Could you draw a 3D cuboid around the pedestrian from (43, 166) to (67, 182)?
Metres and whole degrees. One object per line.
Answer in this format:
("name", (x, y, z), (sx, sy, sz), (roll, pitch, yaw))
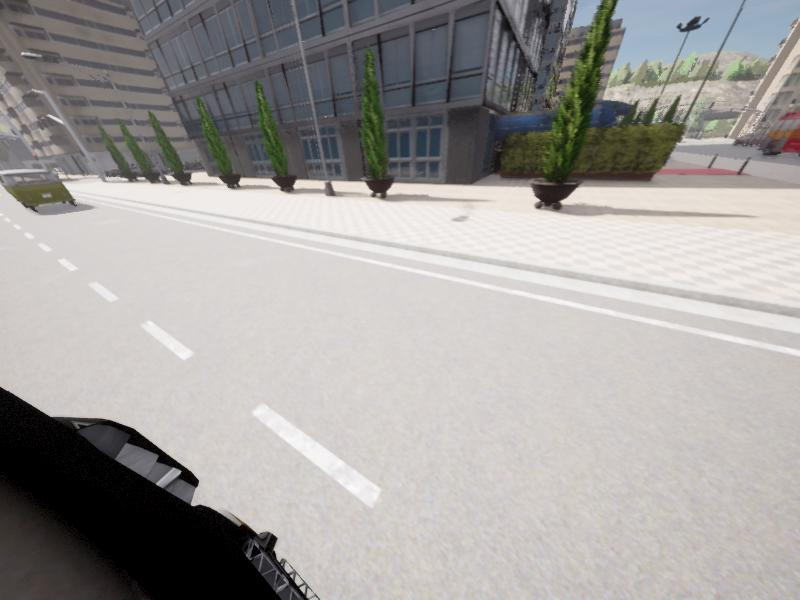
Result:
("pedestrian", (-46.980, -17.159, 31.462), (0.751, 1.860, 0.751), (4, 34, 10))

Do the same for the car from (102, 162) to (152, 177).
("car", (-43.552, -20.979, 37.038), (2.097, 1.767, 4.553), (16, 38, 25))

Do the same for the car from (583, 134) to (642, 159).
("car", (24.680, -17.870, 26.877), (6.274, 2.098, 2.390), (-19, 37, -23))

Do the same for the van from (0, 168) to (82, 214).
("van", (-21.139, -6.432, 13.399), (4.442, 1.987, 1.775), (16, 38, 26))

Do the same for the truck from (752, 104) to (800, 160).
("truck", (34.651, -13.802, 18.705), (2.891, 3.827, 8.468), (16, 38, 26))

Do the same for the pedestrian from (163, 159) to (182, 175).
("pedestrian", (-30.406, -17.805, 30.908), (0.751, 1.860, 0.751), (3, 34, 9))

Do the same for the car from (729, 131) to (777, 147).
("car", (54.062, -24.712, 35.534), (2.097, 1.767, 4.553), (16, 38, 26))

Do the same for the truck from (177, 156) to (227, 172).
("truck", (-35.842, -24.872, 42.060), (2.390, 2.098, 6.274), (16, 38, 26))

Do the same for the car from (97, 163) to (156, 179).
("car", (-41.001, -19.531, 34.810), (1.930, 1.638, 5.238), (15, 38, 25))

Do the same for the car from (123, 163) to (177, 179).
("car", (-34.622, -18.003, 32.140), (2.007, 1.525, 4.514), (15, 37, 25))

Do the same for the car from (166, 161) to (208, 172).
("car", (-39.427, -24.891, 42.988), (2.033, 1.411, 5.357), (16, 38, 26))

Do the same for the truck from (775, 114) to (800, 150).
("truck", (46.988, -18.462, 24.809), (2.891, 3.827, 8.468), (16, 38, 26))
